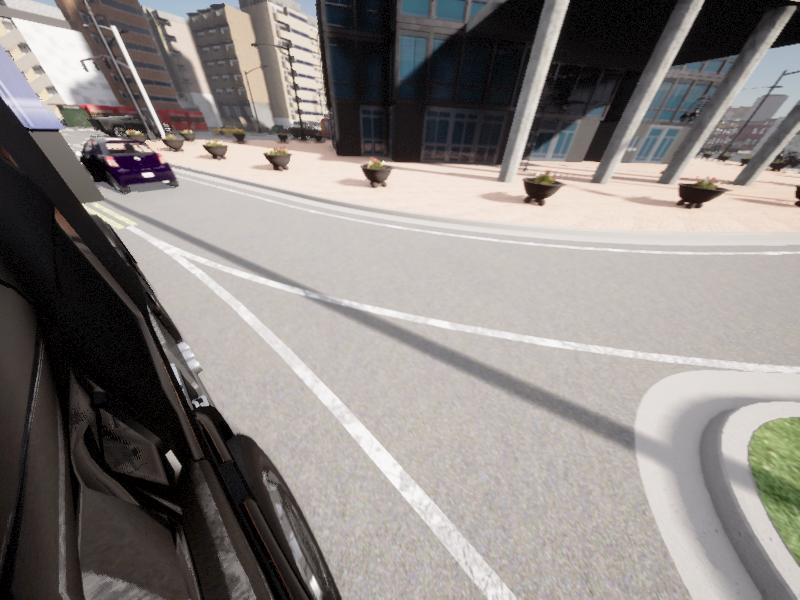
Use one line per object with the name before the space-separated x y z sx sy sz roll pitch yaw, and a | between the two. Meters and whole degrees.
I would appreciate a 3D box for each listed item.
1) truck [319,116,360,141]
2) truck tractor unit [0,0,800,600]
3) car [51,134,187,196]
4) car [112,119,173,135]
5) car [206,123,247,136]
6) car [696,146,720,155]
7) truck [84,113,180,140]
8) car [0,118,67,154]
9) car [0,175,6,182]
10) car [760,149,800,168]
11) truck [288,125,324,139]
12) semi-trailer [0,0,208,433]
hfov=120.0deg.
truck | -12.442 -35.974 48.575 2.891 3.827 8.468 21 40 23
truck tractor unit | -2.645 -0.295 0.351 6.516 4.208 3.053 28 44 30
car | -10.198 -5.074 8.479 3.633 1.501 1.845 21 40 23
car | -36.200 -24.421 32.667 1.930 1.638 5.238 21 40 23
car | -30.433 -29.971 40.770 1.801 1.575 5.366 21 39 22
car | 77.141 -37.507 57.919 2.033 1.411 5.357 22 41 24
truck | -29.407 -19.255 25.775 2.390 2.098 6.274 18 39 19
car | -24.225 -10.563 14.773 4.856 1.649 2.033 21 40 24
car | -17.282 -5.380 8.403 4.974 1.542 2.038 22 41 23
car | 53.436 -19.692 32.076 1.905 1.878 3.866 22 41 24
truck | -18.601 -33.451 46.073 2.390 2.098 6.274 21 40 23
semi-trailer | -9.081 -3.320 3.799 14.254 4.402 2.717 24 41 25
